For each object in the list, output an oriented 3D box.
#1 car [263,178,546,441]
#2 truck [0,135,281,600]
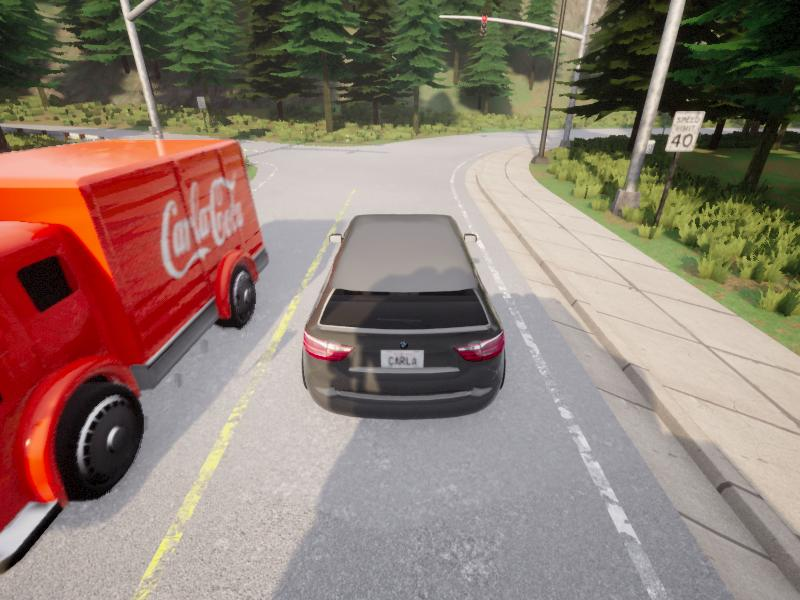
[{"bbox_3d":[0.043,-0.415,5.591,2.242,1.667,4.611,0,27,0],"label":"car"},{"bbox_3d":[-3.461,-0.198,4.293,2.627,2.467,5.204,0,27,0],"label":"truck"}]
